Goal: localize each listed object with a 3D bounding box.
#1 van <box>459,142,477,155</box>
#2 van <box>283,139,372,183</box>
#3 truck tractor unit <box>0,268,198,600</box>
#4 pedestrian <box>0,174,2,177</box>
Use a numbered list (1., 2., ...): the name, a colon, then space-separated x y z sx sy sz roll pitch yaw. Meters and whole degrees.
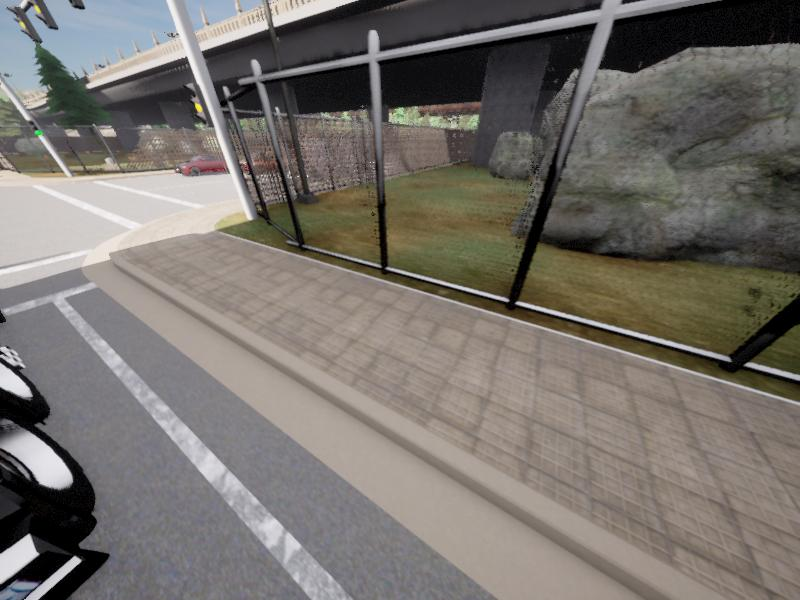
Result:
1. van: 12.648 -28.360 43.164 1.775 1.987 4.442 18 39 24
2. van: -5.074 -10.828 17.626 2.351 2.431 6.366 18 39 24
3. truck tractor unit: -5.116 -0.296 0.769 6.516 4.208 3.053 18 39 24
4. pedestrian: -29.785 -9.514 16.479 0.751 1.300 0.751 -29 44 -35
